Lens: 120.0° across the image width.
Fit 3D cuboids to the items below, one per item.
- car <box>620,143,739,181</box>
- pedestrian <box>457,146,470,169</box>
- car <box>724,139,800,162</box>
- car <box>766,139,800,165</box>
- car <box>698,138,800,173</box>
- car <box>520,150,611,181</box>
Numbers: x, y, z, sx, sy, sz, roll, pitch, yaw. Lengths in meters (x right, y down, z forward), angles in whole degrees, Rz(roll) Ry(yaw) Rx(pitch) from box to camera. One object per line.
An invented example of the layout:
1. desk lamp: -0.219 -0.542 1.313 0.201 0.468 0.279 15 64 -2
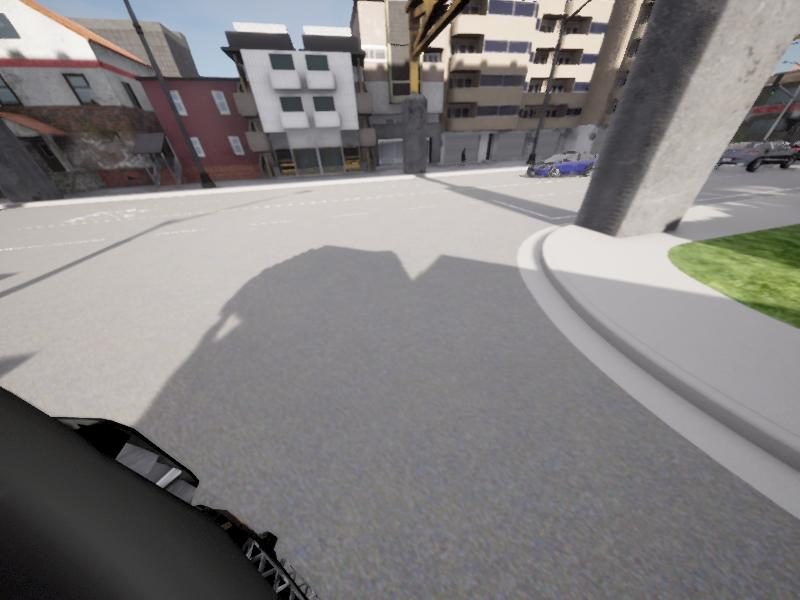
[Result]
1. car: 16.870 -8.480 14.110 5.238 1.638 1.930 -10 34 -11
2. pedestrian: 6.289 -14.197 23.046 0.751 1.860 0.751 -11 34 -12
3. car: 31.659 -13.023 20.086 4.674 1.442 1.812 -10 34 -11
4. car: 30.525 -10.853 16.802 4.974 1.542 2.038 -10 34 -11
5. car: 23.672 -9.664 15.422 5.027 1.651 2.152 -10 34 -11
6. car: 11.381 -9.431 16.102 4.792 1.488 2.163 -10 34 -11
